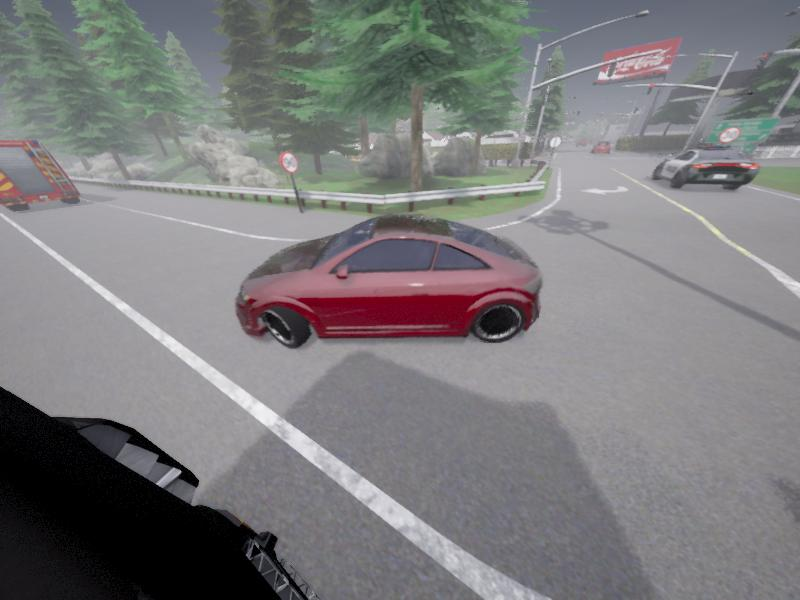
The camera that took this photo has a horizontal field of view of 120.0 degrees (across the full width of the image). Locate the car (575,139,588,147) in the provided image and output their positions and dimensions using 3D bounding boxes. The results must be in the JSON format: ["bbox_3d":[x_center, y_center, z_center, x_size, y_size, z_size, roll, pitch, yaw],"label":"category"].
[{"bbox_3d":[55.311,-47.887,70.431,2.150,2.045,5.566,16,38,26],"label":"car"}]

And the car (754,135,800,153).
[{"bbox_3d":[47.195,-18.695,27.579,4.611,1.667,2.242,16,38,25],"label":"car"}]

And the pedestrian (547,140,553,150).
[{"bbox_3d":[36.969,-38.262,56.990,0.751,1.860,0.751,9,35,18],"label":"pedestrian"}]

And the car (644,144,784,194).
[{"bbox_3d":[13.676,-6.180,10.636,2.038,1.542,4.974,16,38,26],"label":"car"}]

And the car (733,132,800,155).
[{"bbox_3d":[40.625,-17.091,25.308,3.866,1.878,1.905,16,38,25],"label":"car"}]

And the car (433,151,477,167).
[{"bbox_3d":[6.714,-17.454,28.607,4.792,1.488,2.163,16,38,26],"label":"car"}]

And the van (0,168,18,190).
[{"bbox_3d":[-45.916,-13.547,25.907,4.480,2.038,2.069,16,38,26],"label":"van"}]

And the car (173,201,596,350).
[{"bbox_3d":[-0.183,-0.483,3.487,4.181,1.385,1.994,-1,34,2],"label":"car"}]

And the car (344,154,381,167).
[{"bbox_3d":[-5.631,-21.064,34.859,5.366,1.575,1.801,16,38,26],"label":"car"}]

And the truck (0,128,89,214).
[{"bbox_3d":[-24.214,-8.071,14.451,8.468,3.827,2.891,16,38,26],"label":"truck"}]

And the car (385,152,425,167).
[{"bbox_3d":[0.674,-19.222,31.660,5.008,1.535,1.882,16,38,26],"label":"car"}]

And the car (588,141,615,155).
[{"bbox_3d":[31.529,-23.912,36.270,2.242,1.667,4.611,17,38,25],"label":"car"}]
